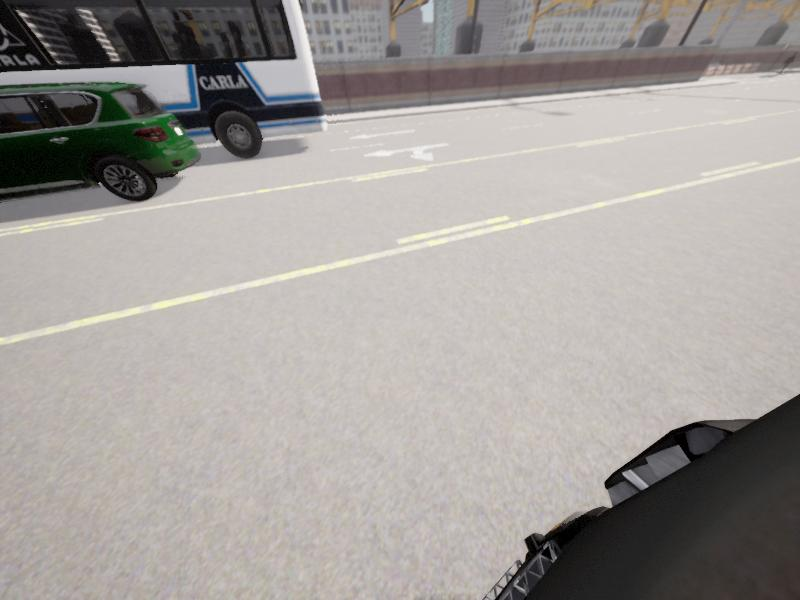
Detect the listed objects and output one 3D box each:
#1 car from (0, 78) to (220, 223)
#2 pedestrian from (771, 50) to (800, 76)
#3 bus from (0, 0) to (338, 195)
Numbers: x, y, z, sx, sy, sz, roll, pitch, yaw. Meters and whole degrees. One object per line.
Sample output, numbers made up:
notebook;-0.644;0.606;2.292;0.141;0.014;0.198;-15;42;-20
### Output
car;-7.864;-3.321;5.092;5.566;2.045;2.150;-15;46;-12
pedestrian;39.790;-24.244;23.688;0.751;1.860;0.751;-15;46;-12
bus;-7.751;-6.670;6.897;10.273;4.253;3.944;-16;46;-12
